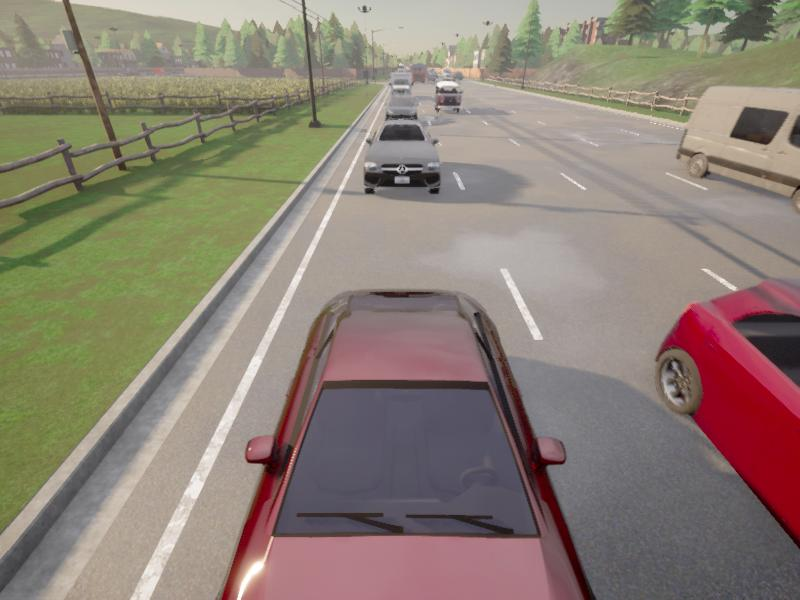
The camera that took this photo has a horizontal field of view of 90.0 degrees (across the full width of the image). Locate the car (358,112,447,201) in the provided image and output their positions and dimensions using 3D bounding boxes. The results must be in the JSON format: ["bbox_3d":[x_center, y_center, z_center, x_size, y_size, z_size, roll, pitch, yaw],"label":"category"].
[{"bbox_3d":[0.062,-4.606,12.309,2.152,1.651,5.027,0,31,0],"label":"car"}]

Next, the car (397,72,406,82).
[{"bbox_3d":[0.259,-50.742,91.130,1.932,1.855,4.605,0,30,0],"label":"car"}]

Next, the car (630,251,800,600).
[{"bbox_3d":[3.534,1.109,2.608,1.845,1.501,3.633,0,31,0],"label":"car"}]

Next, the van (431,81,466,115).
[{"bbox_3d":[3.600,-15.463,30.507,2.069,2.038,4.480,0,30,0],"label":"van"}]

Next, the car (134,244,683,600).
[{"bbox_3d":[0.032,1.035,2.933,1.994,1.385,4.181,0,30,0],"label":"car"}]

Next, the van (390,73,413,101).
[{"bbox_3d":[0.137,-23.143,43.283,2.351,2.431,6.366,0,30,0],"label":"van"}]

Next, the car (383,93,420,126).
[{"bbox_3d":[0.093,-12.145,25.374,2.163,1.488,4.792,0,30,0],"label":"car"}]

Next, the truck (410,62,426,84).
[{"bbox_3d":[3.735,-47.182,83.092,2.891,3.827,8.468,0,30,0],"label":"truck"}]

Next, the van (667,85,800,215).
[{"bbox_3d":[10.346,-4.127,10.596,1.988,2.561,5.915,-1,30,-3],"label":"van"}]
